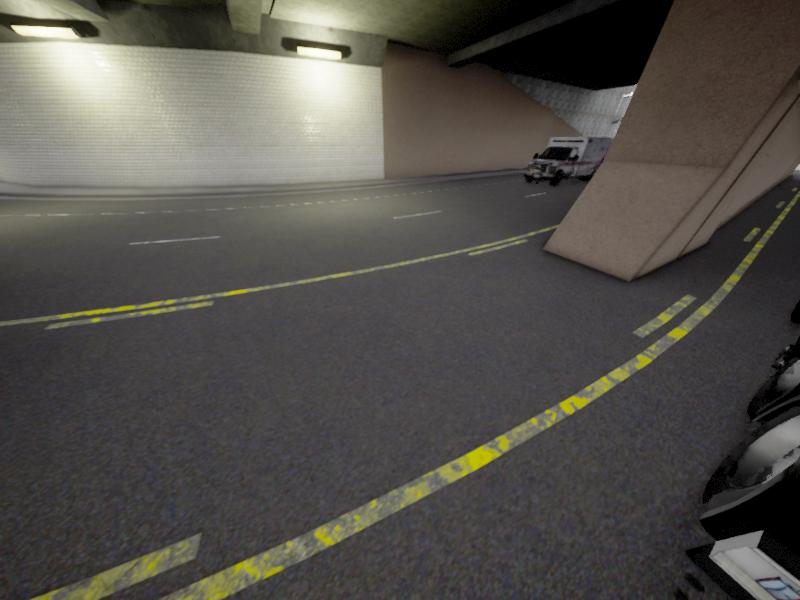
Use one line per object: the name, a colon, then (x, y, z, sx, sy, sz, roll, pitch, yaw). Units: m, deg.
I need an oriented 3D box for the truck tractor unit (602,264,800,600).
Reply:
truck tractor unit: (5.110, -0.301, 0.781, 6.516, 4.208, 3.053, -18, 39, -24)

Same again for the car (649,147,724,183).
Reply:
car: (20.572, -9.819, 16.620, 4.605, 1.855, 1.932, -20, 40, -26)

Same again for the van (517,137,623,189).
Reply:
van: (10.806, -8.896, 14.741, 6.366, 2.431, 2.351, -20, 40, -26)

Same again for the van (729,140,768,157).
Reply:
van: (63.072, -27.456, 41.821, 6.366, 2.431, 2.351, -19, 39, -26)
